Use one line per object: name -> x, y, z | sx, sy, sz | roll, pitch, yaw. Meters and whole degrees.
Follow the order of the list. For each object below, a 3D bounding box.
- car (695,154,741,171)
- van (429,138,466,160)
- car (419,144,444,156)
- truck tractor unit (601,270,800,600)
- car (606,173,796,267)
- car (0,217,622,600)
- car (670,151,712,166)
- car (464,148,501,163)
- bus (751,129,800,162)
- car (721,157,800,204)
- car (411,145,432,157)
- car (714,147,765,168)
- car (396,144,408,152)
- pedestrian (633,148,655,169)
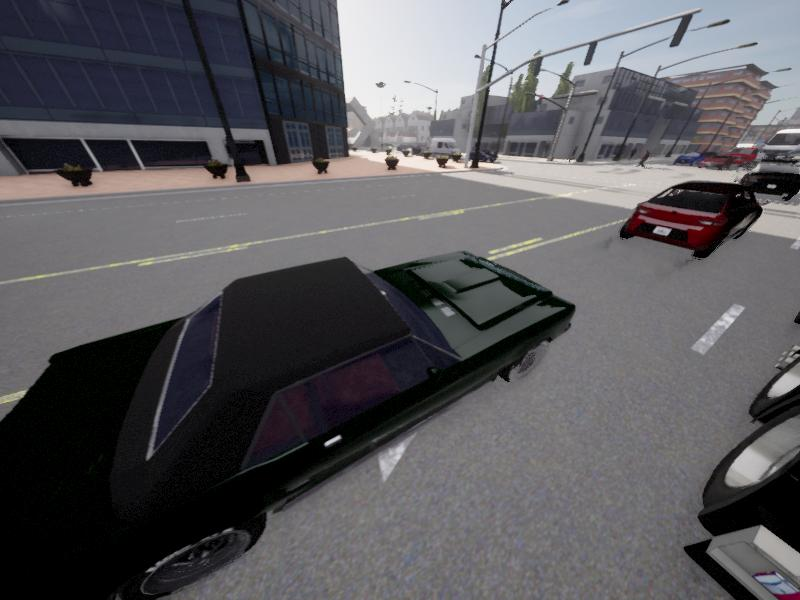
car -> 35.826, -15.568, 26.029 | 4.674, 1.442, 1.812 | -17, 39, -24
van -> 6.943, -22.924, 34.953 | 1.988, 2.561, 5.915 | -17, 38, -24
car -> 5.726, -27.892, 42.956 | 1.930, 1.638, 5.238 | -16, 38, -24
truck tractor unit -> 5.118, -0.294, 0.764 | 6.516, 4.208, 3.053 | -18, 39, -24
car -> 8.012, -2.372, 6.205 | 4.193, 1.474, 1.816 | -18, 39, -24
car -> -0.385, 0.383, 2.313 | 4.718, 1.301, 1.895 | -18, 39, -24
car -> 38.675, -18.795, 30.690 | 5.008, 1.535, 1.882 | -17, 38, -24
car -> 10.574, -18.738, 29.900 | 1.816, 1.474, 4.193 | -17, 38, -24
bus -> 65.760, -26.313, 39.096 | 10.273, 4.253, 3.944 | -18, 39, -23
car -> 19.467, -6.555, 12.317 | 5.238, 1.638, 1.930 | -28, 45, -35
car -> 3.612, -25.841, 39.999 | 1.845, 1.501, 3.633 | -17, 39, -25
car -> 43.045, -18.079, 29.292 | 5.566, 2.045, 2.150 | -17, 39, -24
car -> 0.442, -35.501, 54.040 | 1.816, 1.474, 4.193 | -6, 35, -11
pedestrian -> 26.647, -15.470, 25.237 | 0.751, 1.860, 0.751 | 16, 37, 21
